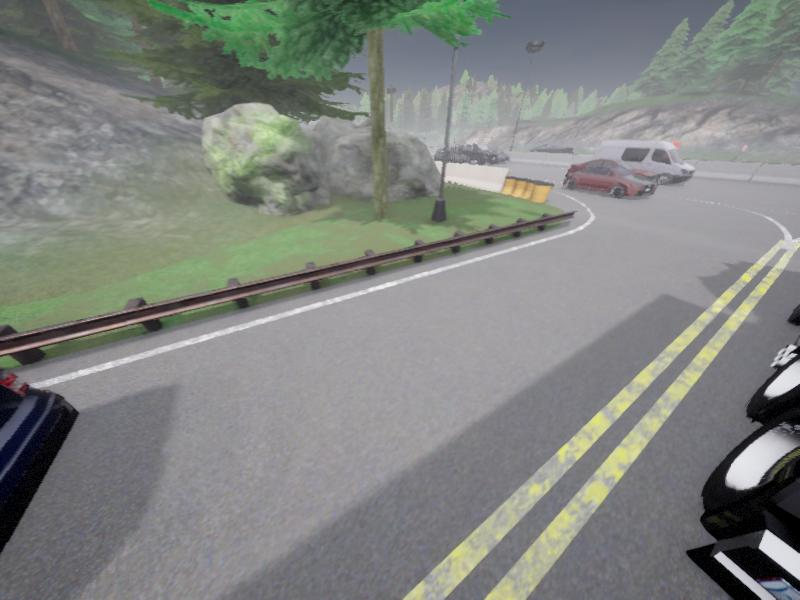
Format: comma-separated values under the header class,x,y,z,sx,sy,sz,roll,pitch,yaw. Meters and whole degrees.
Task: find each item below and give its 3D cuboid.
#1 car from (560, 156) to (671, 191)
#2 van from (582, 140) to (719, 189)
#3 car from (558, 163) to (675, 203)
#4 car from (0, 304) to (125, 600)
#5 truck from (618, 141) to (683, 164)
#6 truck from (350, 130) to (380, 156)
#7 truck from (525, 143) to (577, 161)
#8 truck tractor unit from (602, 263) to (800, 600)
class,x,y,z,sx,sy,sz,roll,pitch,yaw
car,14.256,-8.746,15.752,1.882,1.535,5.008,-18,39,-25
van,17.432,-10.000,16.713,1.988,2.561,5.915,-18,39,-25
car,11.657,-6.695,12.921,1.994,1.385,4.181,-12,37,-17
car,-3.987,1.439,0.539,3.705,1.549,1.789,-19,39,-25
truck,34.580,-20.504,32.078,2.627,2.467,5.204,-22,41,-31
truck,-6.908,-30.443,44.758,2.891,3.827,8.468,-15,38,-21
truck,23.608,-23.478,36.566,2.390,2.098,6.274,-19,39,-25
truck tractor unit,5.114,-0.296,0.787,6.516,4.208,3.053,-18,39,-24
